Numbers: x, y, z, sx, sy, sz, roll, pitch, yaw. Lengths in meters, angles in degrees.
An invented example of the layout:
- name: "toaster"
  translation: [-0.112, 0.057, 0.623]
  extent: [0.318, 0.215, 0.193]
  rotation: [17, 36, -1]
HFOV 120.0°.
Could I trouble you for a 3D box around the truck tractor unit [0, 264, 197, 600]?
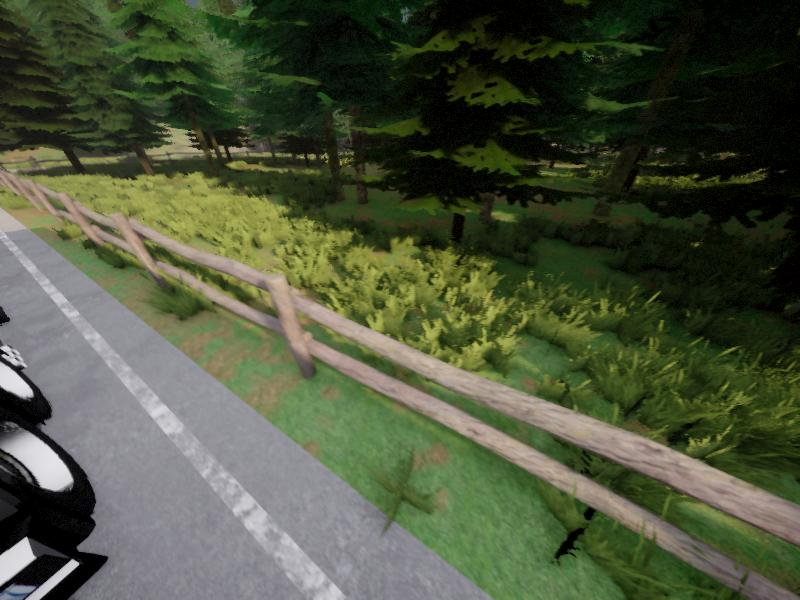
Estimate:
- name: "truck tractor unit"
  translation: [-5.110, -0.302, 0.780]
  extent: [6.516, 4.208, 3.053]
  rotation: [18, 39, 24]
